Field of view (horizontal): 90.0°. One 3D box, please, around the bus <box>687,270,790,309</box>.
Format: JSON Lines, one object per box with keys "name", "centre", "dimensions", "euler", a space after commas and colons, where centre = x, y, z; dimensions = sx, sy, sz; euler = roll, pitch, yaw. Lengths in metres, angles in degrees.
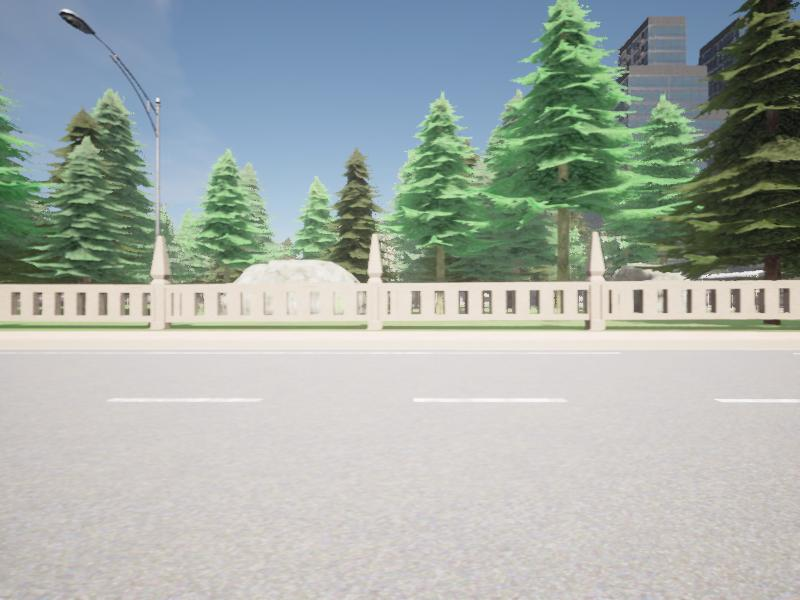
{"name": "bus", "centre": [40.638, -1.109, 48.795], "dimensions": [3.944, 4.253, 10.273], "euler": [0, 0, 0]}
